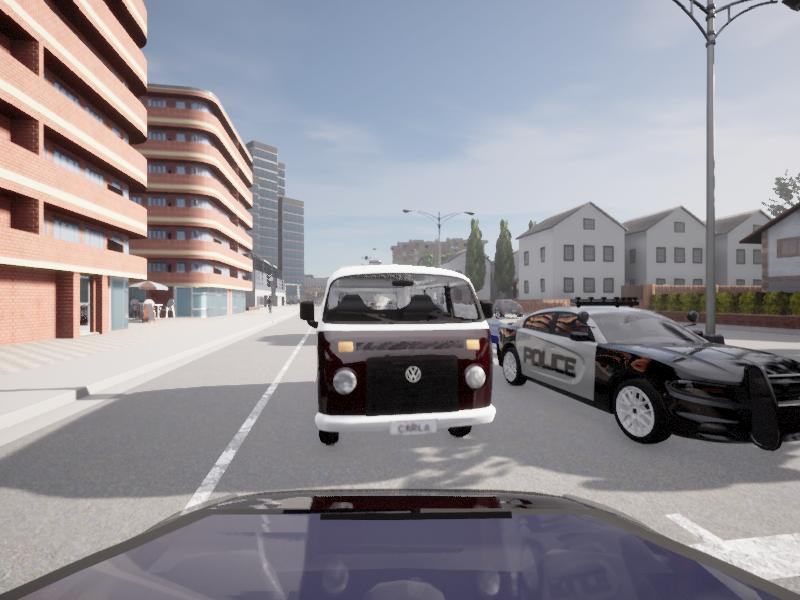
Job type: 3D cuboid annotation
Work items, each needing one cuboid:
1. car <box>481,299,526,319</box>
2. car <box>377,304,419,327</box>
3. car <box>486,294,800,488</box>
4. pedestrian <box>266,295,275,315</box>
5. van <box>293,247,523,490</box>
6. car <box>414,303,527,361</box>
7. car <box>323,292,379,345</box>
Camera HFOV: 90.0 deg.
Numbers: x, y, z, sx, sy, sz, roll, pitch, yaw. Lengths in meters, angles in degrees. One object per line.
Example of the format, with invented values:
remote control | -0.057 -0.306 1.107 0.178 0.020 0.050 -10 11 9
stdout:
car | 9.464 0.780 37.088 2.152 1.651 5.027 0 0 -10
car | -0.236 0.944 25.827 1.895 1.301 4.718 0 0 -10
car | 3.253 0.771 6.127 1.930 1.638 5.238 0 0 -10
pedestrian | -12.450 0.485 38.425 0.751 1.860 0.751 0 0 -12
van | -0.266 0.571 5.738 2.069 2.038 4.480 0 0 -10
car | 1.999 0.851 13.086 2.163 1.488 4.792 0 0 -10
car | -2.109 0.654 16.254 1.932 1.855 4.605 0 0 -10
